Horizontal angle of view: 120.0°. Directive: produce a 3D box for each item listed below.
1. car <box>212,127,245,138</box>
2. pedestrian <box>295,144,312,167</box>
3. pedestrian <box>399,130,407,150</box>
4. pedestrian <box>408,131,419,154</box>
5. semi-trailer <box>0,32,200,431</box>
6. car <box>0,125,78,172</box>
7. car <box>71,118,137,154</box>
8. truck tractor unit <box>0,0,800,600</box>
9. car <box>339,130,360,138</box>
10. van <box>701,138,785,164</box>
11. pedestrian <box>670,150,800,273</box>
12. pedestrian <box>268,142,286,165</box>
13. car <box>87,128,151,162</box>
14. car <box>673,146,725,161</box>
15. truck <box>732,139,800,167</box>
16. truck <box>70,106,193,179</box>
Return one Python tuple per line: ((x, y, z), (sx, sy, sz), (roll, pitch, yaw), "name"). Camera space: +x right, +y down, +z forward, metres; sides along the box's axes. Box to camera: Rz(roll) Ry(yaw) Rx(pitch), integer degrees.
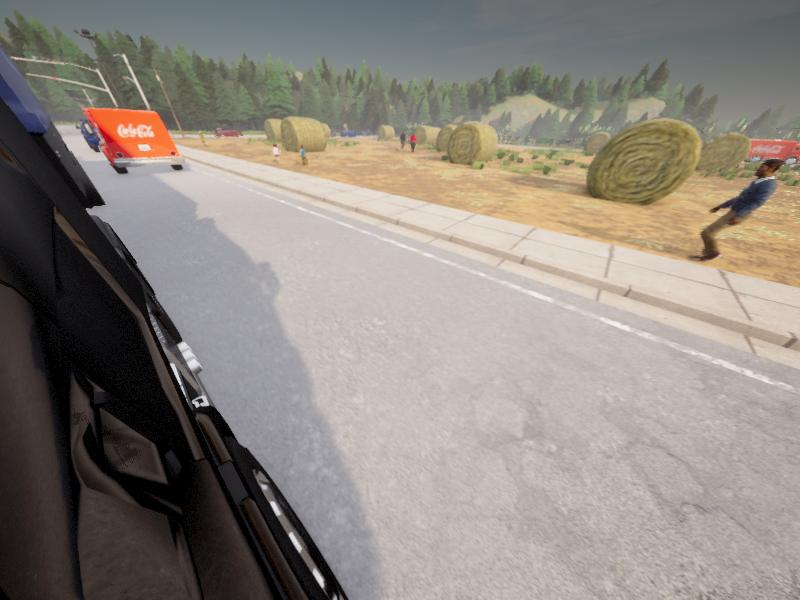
((-30.214, -29.561, 40.800), (1.816, 1.474, 4.193), (29, 44, 31), "car")
((-5.668, -8.494, 13.574), (0.500, 1.100, 0.500), (26, 43, 29), "pedestrian")
((0.357, -18.512, 26.789), (0.751, 1.860, 0.751), (-6, 37, -12), "pedestrian")
((1.305, -15.576, 22.870), (0.751, 1.860, 0.751), (-6, 37, -11), "pedestrian")
((-8.658, -3.630, 4.269), (14.254, 4.402, 2.717), (28, 43, 30), "semi-trailer")
((-19.134, -7.921, 11.908), (4.611, 1.667, 2.242), (28, 44, 30), "car")
((-23.482, -13.067, 18.325), (5.566, 2.045, 2.150), (28, 43, 30), "car")
((-2.645, -0.295, 0.351), (6.516, 4.208, 3.053), (28, 44, 30), "truck tractor unit")
((-12.492, -41.245, 57.473), (1.882, 1.535, 5.008), (28, 44, 31), "car")
((46.986, -20.772, 32.006), (5.915, 2.561, 1.988), (31, 45, 33), "van")
((6.137, -1.577, 4.199), (0.751, 1.860, 0.751), (28, 43, 30), "pedestrian")
((-7.465, -8.907, 14.037), (0.500, 1.100, 0.500), (29, 44, 31), "pedestrian")
((-18.409, -10.209, 15.141), (3.705, 1.549, 1.789), (28, 43, 30), "car")
((41.702, -20.593, 32.383), (4.193, 1.474, 1.816), (31, 45, 33), "car")
((46.365, -18.223, 28.581), (5.204, 2.467, 2.627), (31, 45, 33), "truck")
((-13.411, -7.965, 11.595), (5.204, 2.467, 2.627), (28, 43, 30), "truck")
